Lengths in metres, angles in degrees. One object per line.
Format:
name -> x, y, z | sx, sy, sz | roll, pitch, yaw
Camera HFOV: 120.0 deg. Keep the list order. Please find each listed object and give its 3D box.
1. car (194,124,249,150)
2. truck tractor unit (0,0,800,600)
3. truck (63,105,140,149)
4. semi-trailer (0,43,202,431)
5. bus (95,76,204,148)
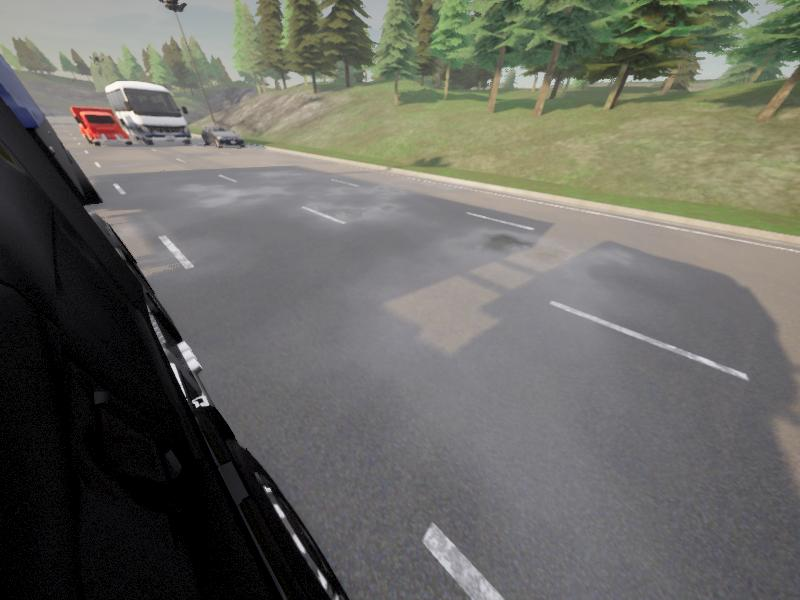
car -> -16.401, -14.974, 21.178 | 5.027, 1.651, 2.152 | 29, 44, 30
truck tractor unit -> -2.645, -0.295, 0.352 | 6.516, 4.208, 3.053 | 28, 44, 30
truck -> -23.896, -13.863, 18.519 | 5.204, 2.467, 2.627 | 28, 44, 30
semi-trailer -> -8.697, -3.611, 4.222 | 14.254, 4.402, 2.717 | 28, 44, 30
bus -> -23.026, -16.979, 21.238 | 10.273, 4.253, 3.944 | 28, 44, 30
